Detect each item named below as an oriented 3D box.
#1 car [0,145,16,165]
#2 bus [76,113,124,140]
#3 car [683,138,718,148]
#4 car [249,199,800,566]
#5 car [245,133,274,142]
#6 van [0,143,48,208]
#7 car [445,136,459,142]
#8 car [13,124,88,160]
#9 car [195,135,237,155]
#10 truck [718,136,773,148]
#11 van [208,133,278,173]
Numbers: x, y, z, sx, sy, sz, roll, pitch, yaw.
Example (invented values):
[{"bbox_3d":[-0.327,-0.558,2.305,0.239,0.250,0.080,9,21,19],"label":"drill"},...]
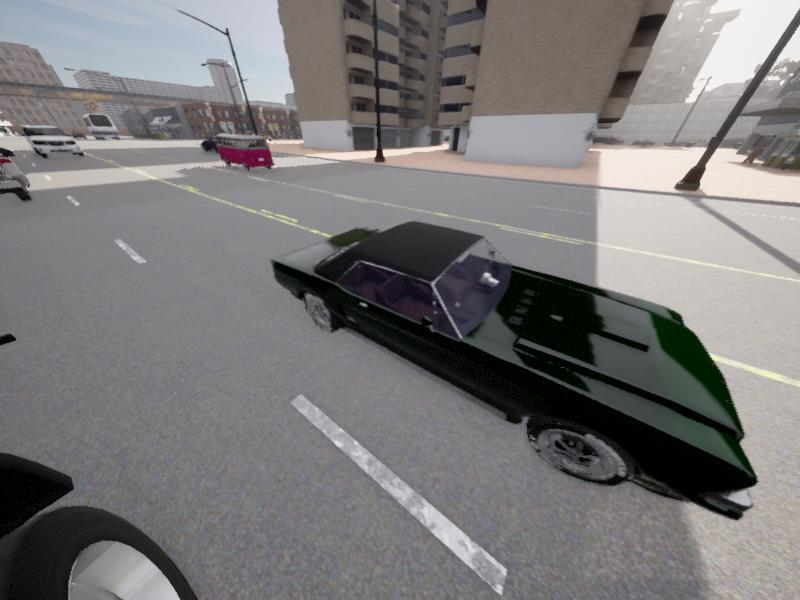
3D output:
[{"bbox_3d":[-27.362,-9.701,14.826,4.902,1.511,2.128,24,41,27],"label":"car"},{"bbox_3d":[-63.564,-36.604,48.971,10.273,4.253,3.944,25,42,30],"label":"bus"},{"bbox_3d":[63.403,-33.108,48.781,3.988,1.617,1.851,24,41,29],"label":"car"},{"bbox_3d":[0.560,-0.055,2.845,4.718,1.301,1.895,23,41,28],"label":"car"},{"bbox_3d":[-31.058,-36.051,51.149,1.882,1.535,5.008,24,41,29],"label":"car"},{"bbox_3d":[-16.034,-5.104,8.325,6.366,2.431,2.351,24,41,27],"label":"van"},{"bbox_3d":[16.480,-51.255,73.410,3.988,1.617,1.851,24,41,29],"label":"car"},{"bbox_3d":[-27.702,-12.599,18.318,5.566,2.045,2.150,24,41,26],"label":"car"},{"bbox_3d":[-19.265,-16.263,24.181,3.633,1.501,1.845,24,41,27],"label":"car"},{"bbox_3d":[76.519,-35.157,51.410,6.274,2.098,2.390,24,41,29],"label":"truck"},{"bbox_3d":[-10.845,-10.216,15.955,4.442,1.987,1.775,24,41,27],"label":"van"}]
